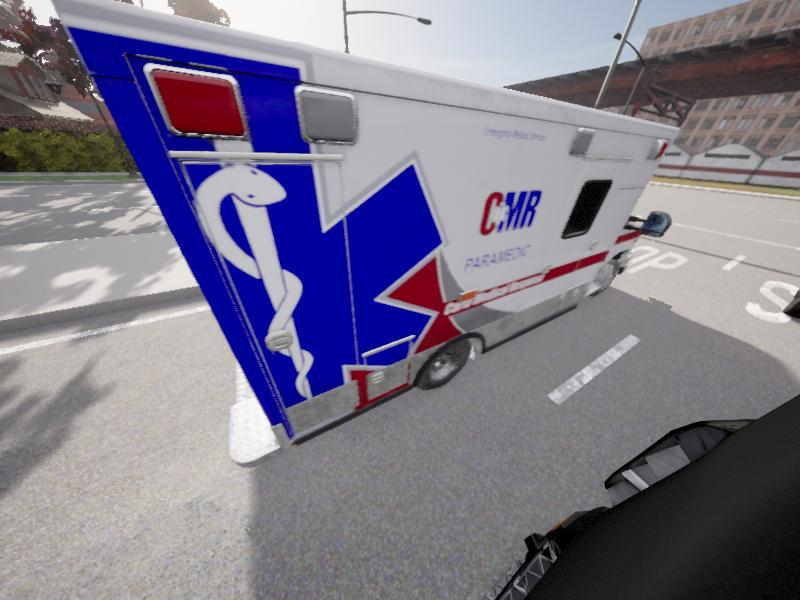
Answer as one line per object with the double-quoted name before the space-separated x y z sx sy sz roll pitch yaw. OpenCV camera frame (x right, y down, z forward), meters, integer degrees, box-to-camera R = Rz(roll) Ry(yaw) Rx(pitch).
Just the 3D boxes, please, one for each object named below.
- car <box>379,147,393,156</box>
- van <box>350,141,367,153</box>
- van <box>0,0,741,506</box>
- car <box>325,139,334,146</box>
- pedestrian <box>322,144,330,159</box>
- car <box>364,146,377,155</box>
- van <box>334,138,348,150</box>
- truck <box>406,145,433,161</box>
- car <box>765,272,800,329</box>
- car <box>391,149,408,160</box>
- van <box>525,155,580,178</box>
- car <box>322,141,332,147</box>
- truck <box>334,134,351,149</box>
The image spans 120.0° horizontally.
"car" -3.488 -36.238 56.367 1.845 1.501 3.633 -16 39 -26
"van" -10.973 -40.402 60.899 2.351 2.431 6.366 -16 39 -26
"van" 1.152 -0.910 3.199 6.366 2.431 2.351 -16 38 -26
"car" -27.796 -61.672 90.524 1.932 1.855 4.605 -16 39 -26
"pedestrian" -11.107 -22.402 34.765 0.751 1.860 0.751 -18 39 -28
"car" -7.194 -36.092 55.787 1.789 1.549 3.705 -16 38 -26
"van" -18.142 -47.927 70.965 1.988 2.561 5.915 -16 39 -26
"truck" 3.820 -29.153 45.781 2.627 2.467 5.204 -16 39 -26
"car" 8.303 -0.306 3.643 3.633 1.501 1.845 -15 38 -25
"car" -0.185 -28.884 45.868 1.789 1.549 3.705 -16 39 -26
"van" 17.314 -15.426 26.594 2.069 2.038 4.480 -16 37 -26
"car" -26.017 -55.661 82.307 1.801 1.575 5.366 -16 39 -26
"truck" -19.458 -53.860 78.305 2.891 3.827 8.468 -16 39 -26
